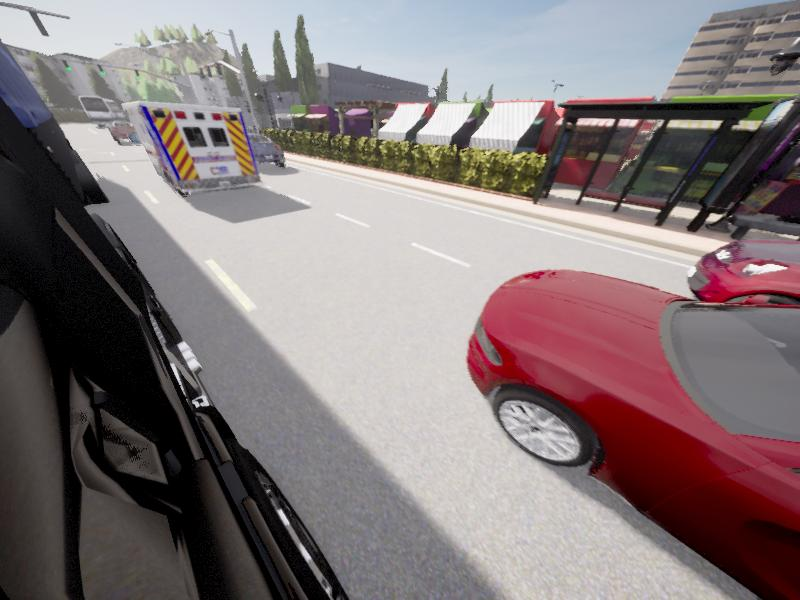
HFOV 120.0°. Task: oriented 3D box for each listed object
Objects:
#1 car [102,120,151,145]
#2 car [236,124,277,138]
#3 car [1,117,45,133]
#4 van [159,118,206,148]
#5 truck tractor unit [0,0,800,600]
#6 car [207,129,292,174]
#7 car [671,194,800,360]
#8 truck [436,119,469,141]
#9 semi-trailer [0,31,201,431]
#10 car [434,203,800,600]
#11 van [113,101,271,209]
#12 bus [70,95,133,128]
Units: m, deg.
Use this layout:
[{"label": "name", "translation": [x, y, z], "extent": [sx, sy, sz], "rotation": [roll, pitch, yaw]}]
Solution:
[{"label": "car", "translation": [-25.405, -15.586, 21.427], "extent": [5.027, 1.651, 2.152], "rotation": [31, 45, 33]}, {"label": "car", "translation": [-21.199, -25.039, 34.348], "extent": [2.007, 1.525, 4.514], "rotation": [32, 46, 33]}, {"label": "car", "translation": [-43.243, -20.156, 26.598], "extent": [4.181, 1.385, 1.994], "rotation": [29, 44, 31]}, {"label": "van", "translation": [-19.940, -15.343, 21.146], "extent": [4.442, 1.987, 1.775], "rotation": [31, 45, 32]}, {"label": "truck tractor unit", "translation": [-2.645, -0.295, 0.351], "extent": [6.516, 4.208, 3.053], "rotation": [28, 44, 30]}, {"label": "car", "translation": [-8.587, -8.550, 13.126], "extent": [5.027, 1.651, 2.152], "rotation": [30, 45, 32]}, {"label": "car", "translation": [6.194, 0.055, 2.686], "extent": [3.633, 1.501, 1.845], "rotation": [30, 45, 31]}, {"label": "truck", "translation": [12.464, -39.902, 54.322], "extent": [2.891, 3.827, 8.468], "rotation": [31, 45, 32]}, {"label": "semi-trailer", "translation": [-8.637, -3.651, 4.280], "extent": [14.254, 4.402, 2.717], "rotation": [29, 44, 30]}, {"label": "car", "translation": [2.875, 0.977, 1.244], "extent": [5.008, 1.535, 1.882], "rotation": [30, 45, 31]}, {"label": "van", "translation": [-7.731, -5.538, 8.503], "extent": [6.366, 2.431, 2.351], "rotation": [30, 45, 32]}, {"label": "bus", "translation": [-54.320, -34.551, 42.649], "extent": [3.944, 4.253, 10.273], "rotation": [-21, 43, -27]}]
